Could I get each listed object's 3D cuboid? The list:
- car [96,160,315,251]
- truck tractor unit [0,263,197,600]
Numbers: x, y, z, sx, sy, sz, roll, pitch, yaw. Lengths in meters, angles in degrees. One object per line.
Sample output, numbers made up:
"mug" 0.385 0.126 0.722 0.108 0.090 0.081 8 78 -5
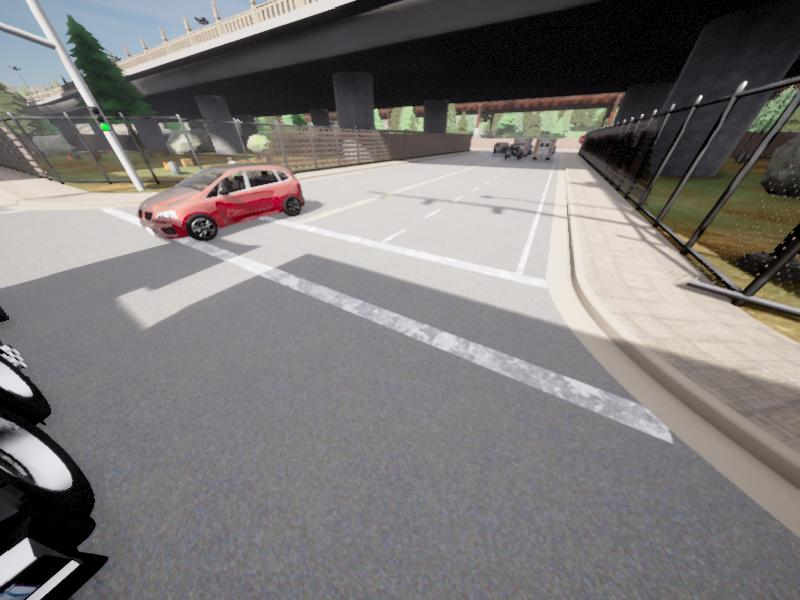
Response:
"car" -5.466 -3.351 7.436 2.242 1.667 4.611 18 38 24
"truck tractor unit" -5.106 -0.307 0.778 6.516 4.208 3.053 19 39 24
